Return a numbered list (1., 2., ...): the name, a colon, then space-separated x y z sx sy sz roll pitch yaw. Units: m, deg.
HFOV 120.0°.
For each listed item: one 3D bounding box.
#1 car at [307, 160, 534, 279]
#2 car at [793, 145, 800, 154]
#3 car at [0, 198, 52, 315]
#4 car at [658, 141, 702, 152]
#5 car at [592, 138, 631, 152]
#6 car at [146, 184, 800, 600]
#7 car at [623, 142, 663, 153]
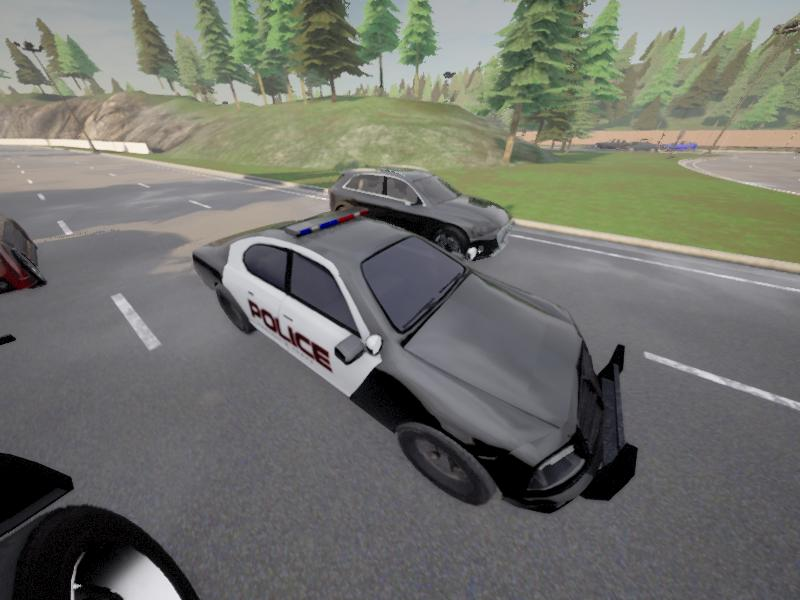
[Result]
1. car: 0.257 -2.367 5.795 4.856 1.649 2.033 22 41 28
2. car: 63.010 -22.541 33.993 4.605 1.855 1.932 22 41 28
3. car: -8.148 -0.846 3.871 4.181 1.385 1.994 24 42 29
4. car: 50.032 -27.613 41.459 4.514 1.525 2.007 22 41 28
5. car: 37.710 -27.818 41.366 4.605 1.855 1.932 22 41 28
6. car: -0.390 -0.114 2.711 4.974 1.542 2.038 22 41 28
7. car: 39.122 -24.664 37.377 4.181 1.385 1.994 22 41 28
